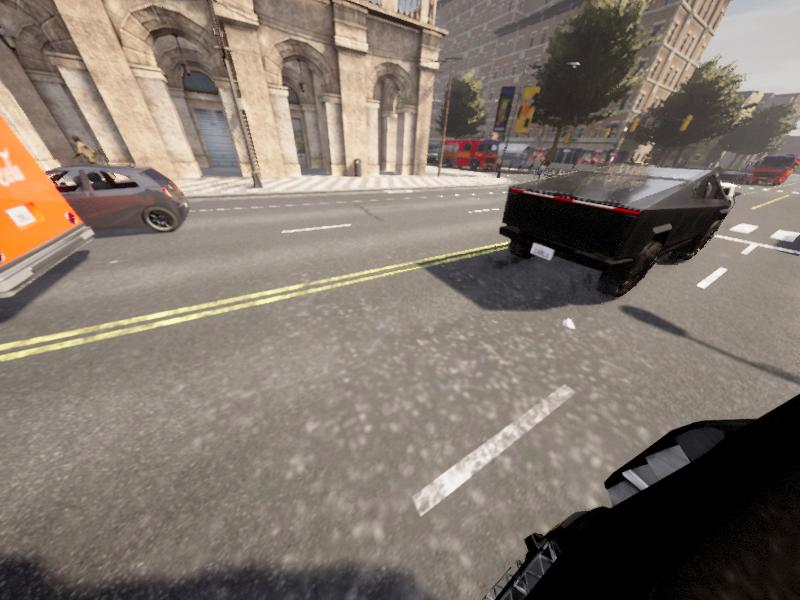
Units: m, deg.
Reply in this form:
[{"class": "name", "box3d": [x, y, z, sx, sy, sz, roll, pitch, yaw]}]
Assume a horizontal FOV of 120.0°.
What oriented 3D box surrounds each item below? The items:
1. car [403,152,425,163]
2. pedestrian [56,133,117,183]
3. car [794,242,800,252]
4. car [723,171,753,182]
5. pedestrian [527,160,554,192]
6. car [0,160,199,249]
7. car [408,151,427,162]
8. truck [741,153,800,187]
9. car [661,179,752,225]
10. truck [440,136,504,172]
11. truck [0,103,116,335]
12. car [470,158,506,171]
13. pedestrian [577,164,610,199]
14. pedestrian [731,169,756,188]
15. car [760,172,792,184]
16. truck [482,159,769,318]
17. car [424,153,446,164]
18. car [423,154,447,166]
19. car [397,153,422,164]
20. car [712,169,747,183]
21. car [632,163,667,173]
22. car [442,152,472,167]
[{"class": "car", "box3d": [2.524, -26.764, 43.386, 1.994, 1.385, 4.181, -16, 38, -27]}, {"class": "pedestrian", "box3d": [-14.205, -6.447, 10.550, 0.751, 1.860, 0.751, -14, 37, -24]}, {"class": "car", "box3d": [15.434, -2.400, 7.397, 4.856, 1.649, 2.033, -16, 38, -26]}, {"class": "car", "box3d": [56.743, -20.812, 38.768, 4.674, 1.442, 1.812, -16, 38, -26]}, {"class": "pedestrian", "box3d": [9.553, -8.450, 15.799, 0.751, 1.860, 0.751, -19, 39, -29]}, {"class": "car", "box3d": [-7.713, -2.501, 5.740, 3.633, 1.501, 1.845, -16, 38, -26]}, {"class": "car", "box3d": [3.591, -29.684, 47.669, 1.851, 1.617, 3.988, -16, 38, -26]}, {"class": "truck", "box3d": [53.908, -18.746, 33.255, 8.468, 3.827, 2.891, -16, 38, -26]}, {"class": "car", "box3d": [14.961, -4.964, 11.368, 3.806, 1.475, 1.970, -23, 41, -33]}, {"class": "truck", "box3d": [9.715, -20.691, 32.572, 2.891, 3.827, 8.468, -16, 38, -26]}, {"class": "truck", "box3d": [-7.589, -0.691, 2.163, 5.204, 2.467, 2.627, -16, 38, -26]}, {"class": "car", "box3d": [12.988, -20.194, 34.382, 1.895, 1.301, 4.718, -16, 38, -26]}, {"class": "pedestrian", "box3d": [11.885, -7.302, 14.257, 0.751, 1.860, 0.751, -23, 42, -34]}, {"class": "pedestrian", "box3d": [40.714, -14.424, 27.381, 0.751, 1.860, 0.751, -15, 38, -25]}, {"class": "car", "box3d": [61.513, -19.991, 37.794, 5.366, 1.575, 1.801, -16, 38, -26]}, {"class": "truck", "box3d": [5.303, -1.944, 5.448, 6.274, 2.098, 2.390, -16, 38, -26]}, {"class": "car", "box3d": [6.581, -26.654, 43.453, 1.970, 1.475, 3.806, -15, 38, -26]}, {"class": "car", "box3d": [5.836, -23.526, 38.667, 1.970, 1.475, 3.806, -16, 38, -26]}, {"class": "car", "box3d": [1.529, -24.151, 39.412, 1.895, 1.301, 4.718, -16, 38, -26]}, {"class": "car", "box3d": [50.935, -19.239, 35.735, 5.238, 1.638, 1.930, -16, 38, -27]}, {"class": "car", "box3d": [57.610, -30.556, 53.482, 2.038, 1.542, 4.974, -15, 38, -25]}, {"class": "car", "box3d": [9.545, -23.840, 39.157, 2.097, 1.767, 4.553, -16, 38, -26]}]
